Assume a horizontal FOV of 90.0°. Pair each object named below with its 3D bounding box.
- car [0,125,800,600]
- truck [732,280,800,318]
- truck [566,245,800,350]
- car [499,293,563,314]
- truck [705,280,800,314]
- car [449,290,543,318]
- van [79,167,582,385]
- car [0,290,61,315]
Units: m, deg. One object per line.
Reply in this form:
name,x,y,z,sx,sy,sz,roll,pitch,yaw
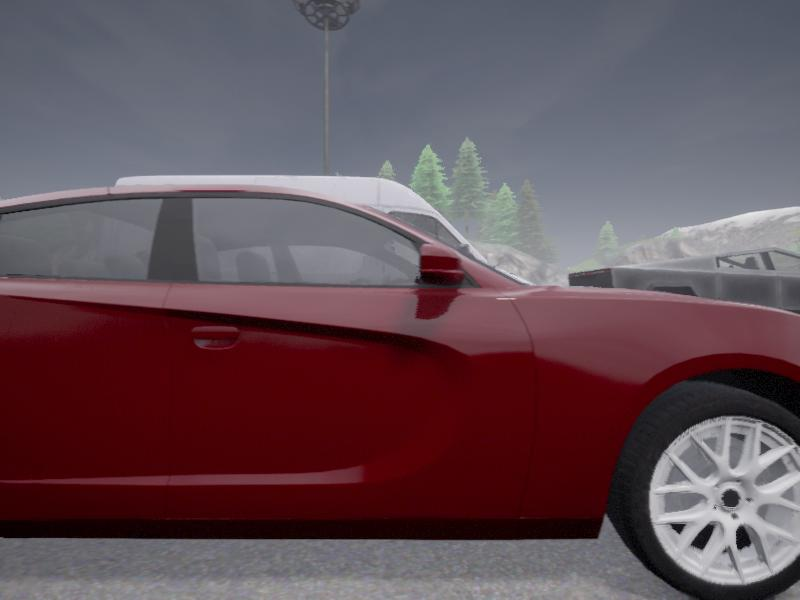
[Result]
car,-0.548,0.222,2.199,5.008,1.535,1.882,0,0,0
truck,23.386,-0.051,23.191,6.274,2.098,2.390,0,0,0
truck,7.440,-0.056,9.200,6.274,2.098,2.390,0,0,0
car,9.815,0.257,30.200,4.193,1.474,1.816,0,0,0
truck,26.653,-0.238,30.201,5.204,2.467,2.627,0,0,0
car,5.447,0.224,23.199,5.008,1.535,1.882,0,0,0
van,-0.814,-0.278,5.698,5.915,2.561,1.988,0,0,0
car,-25.888,0.170,26.698,4.856,1.649,2.033,0,0,0
